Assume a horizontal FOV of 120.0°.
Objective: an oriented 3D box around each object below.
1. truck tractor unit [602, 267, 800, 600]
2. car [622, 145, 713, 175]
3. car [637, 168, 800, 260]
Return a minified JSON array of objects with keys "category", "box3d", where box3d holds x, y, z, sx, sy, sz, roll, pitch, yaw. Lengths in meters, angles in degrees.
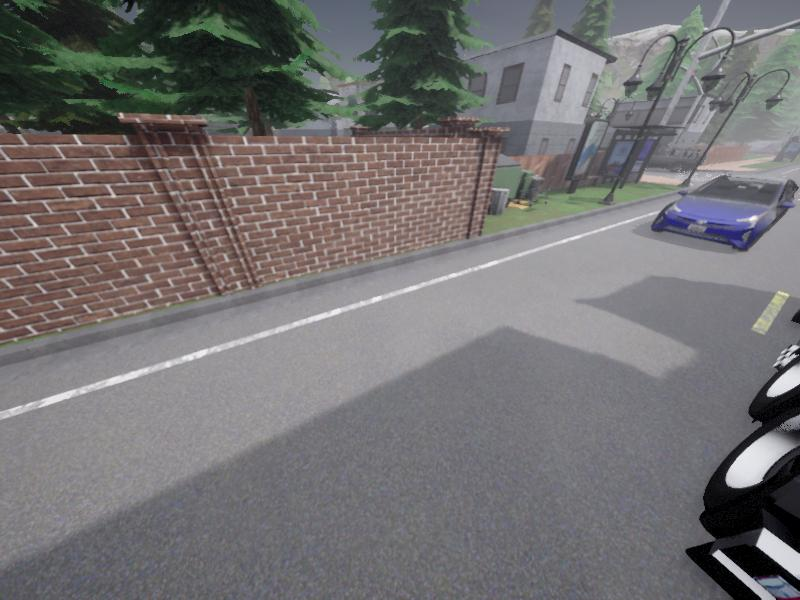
[{"category":"truck tractor unit","box3d":[5.115,-0.297,0.776,6.516,4.208,3.053,-18,39,-24]},{"category":"car","box3d":[23.256,-12.420,20.349,1.932,1.855,4.605,-20,41,-27]},{"category":"car","box3d":[9.486,-2.706,6.622,4.514,1.525,2.007,-18,39,-24]}]
